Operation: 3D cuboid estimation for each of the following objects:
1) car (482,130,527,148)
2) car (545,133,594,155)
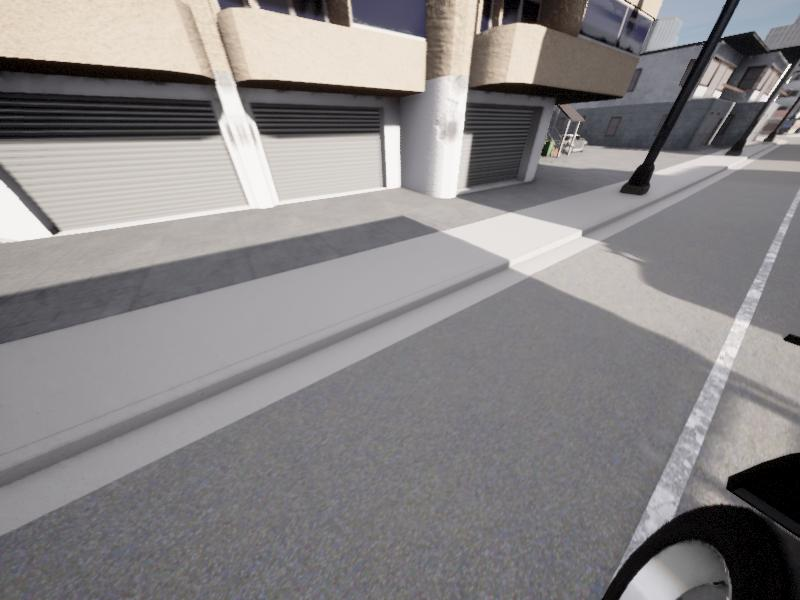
[{"bbox_3d":[12.548,-19.472,27.859,5.027,1.636,2.152,-22,41,-26],"label":"car"},{"bbox_3d":[16.184,-14.954,22.094,3.806,1.475,1.970,-23,41,-26],"label":"car"}]
